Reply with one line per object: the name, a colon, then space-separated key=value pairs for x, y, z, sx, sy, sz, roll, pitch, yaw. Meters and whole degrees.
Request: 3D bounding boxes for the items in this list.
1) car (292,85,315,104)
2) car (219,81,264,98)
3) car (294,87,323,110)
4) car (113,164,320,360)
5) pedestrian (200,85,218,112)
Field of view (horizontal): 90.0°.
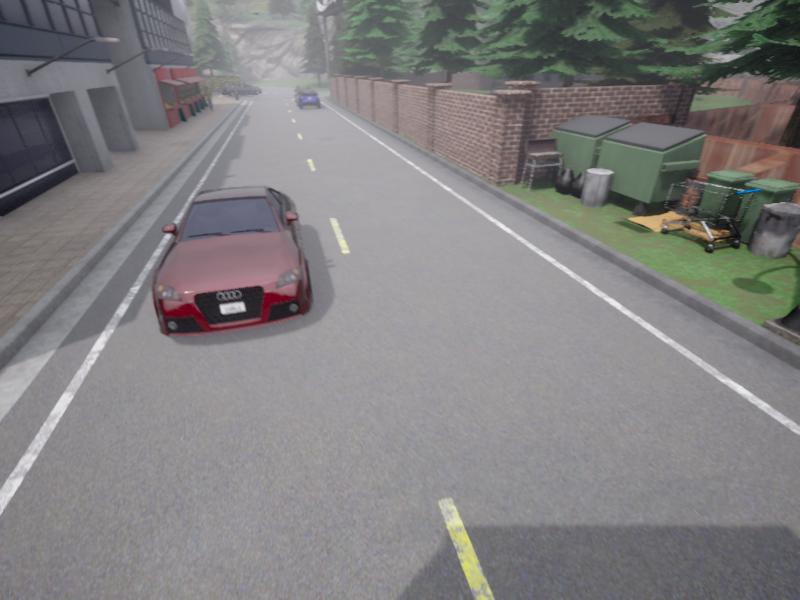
car: x=-9.768 y=-20.821 z=40.439 sx=1.789 sy=1.549 sz=3.705 roll=-8 pitch=31 yaw=-13
car: x=-19.683 y=-26.190 z=49.669 sx=4.611 sy=1.667 sz=2.242 roll=-17 pitch=35 yaw=-28
car: x=-8.067 y=-17.709 z=35.090 sx=2.007 sy=1.525 sz=4.514 roll=-8 pitch=31 yaw=-13
car: x=-2.599 y=-1.018 z=6.498 sx=1.994 sy=1.385 sz=4.181 roll=-9 pitch=31 yaw=-13
pedestrian: x=-14.689 y=-15.533 z=30.835 sx=0.751 sy=1.860 sz=0.751 roll=-10 pitch=31 yaw=-15
